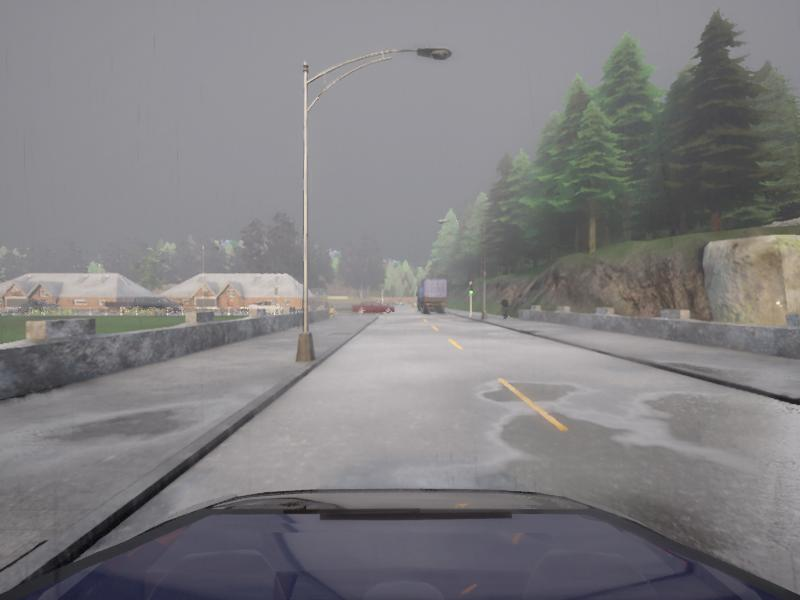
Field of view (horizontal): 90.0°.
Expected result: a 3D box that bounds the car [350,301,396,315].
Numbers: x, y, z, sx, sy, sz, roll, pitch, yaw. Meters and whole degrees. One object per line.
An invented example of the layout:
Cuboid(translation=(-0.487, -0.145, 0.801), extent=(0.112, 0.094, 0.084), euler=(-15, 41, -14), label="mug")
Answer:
Cuboid(translation=(-3.173, 0.911, 46.479), extent=(5.008, 1.535, 1.882), euler=(0, 0, -15), label="car")

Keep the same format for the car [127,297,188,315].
Cuboid(translation=(-27.548, 0.654, 45.579), extent=(5.566, 2.045, 2.150), euler=(0, 0, 0), label="car")

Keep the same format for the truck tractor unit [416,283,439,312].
Cuboid(translation=(4.037, -0.405, 60.385), extent=(3.053, 4.208, 6.516), euler=(0, 0, 0), label="truck tractor unit")

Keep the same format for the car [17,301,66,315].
Cuboid(translation=(-40.799, 0.875, 45.589), extent=(3.988, 1.617, 1.851), euler=(0, 0, 0), label="car")

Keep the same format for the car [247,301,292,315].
Cuboid(translation=(-14.830, 0.916, 45.580), extent=(4.514, 1.525, 2.007), euler=(0, 0, 0), label="car")

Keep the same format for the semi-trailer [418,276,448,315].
Cuboid(translation=(4.037, -0.516, 52.473), extent=(2.717, 4.402, 14.254), euler=(0, 0, 0), label="semi-trailer")

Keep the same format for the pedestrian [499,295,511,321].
Cuboid(translation=(7.778, 0.590, 29.657), extent=(0.751, 1.860, 0.751), euler=(0, 0, 3), label="pedestrian")
